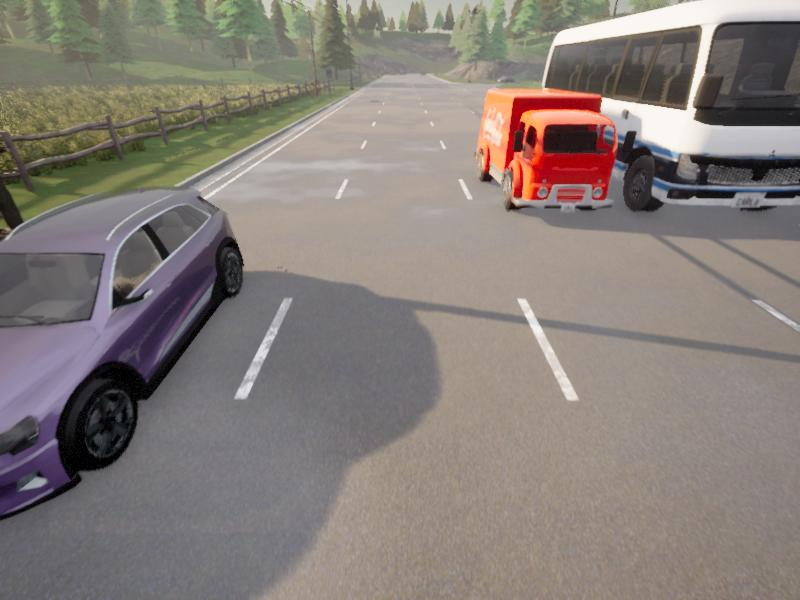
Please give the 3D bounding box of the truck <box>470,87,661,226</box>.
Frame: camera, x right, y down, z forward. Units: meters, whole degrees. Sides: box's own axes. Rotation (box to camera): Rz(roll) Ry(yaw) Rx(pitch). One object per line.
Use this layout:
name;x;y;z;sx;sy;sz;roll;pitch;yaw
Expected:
truck;3.602;-4.000;10.373;2.627;2.467;5.204;0;30;0

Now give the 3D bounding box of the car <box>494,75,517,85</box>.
car;20.317;-42.453;77.044;2.128;1.511;4.902;24;38;34

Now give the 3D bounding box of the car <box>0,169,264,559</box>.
car;-3.429;-0.094;4.536;2.033;1.649;4.856;0;30;0

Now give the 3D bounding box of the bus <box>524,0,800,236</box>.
bus;7.233;-5.751;11.602;3.944;4.253;10.273;0;30;0

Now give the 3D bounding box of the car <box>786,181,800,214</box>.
car;10.584;-1.690;7.271;2.152;1.651;5.027;0;30;0
